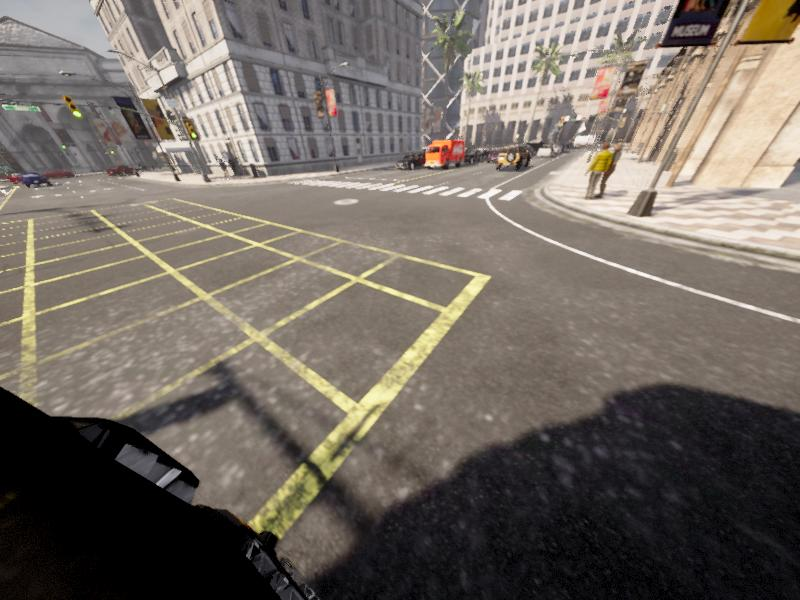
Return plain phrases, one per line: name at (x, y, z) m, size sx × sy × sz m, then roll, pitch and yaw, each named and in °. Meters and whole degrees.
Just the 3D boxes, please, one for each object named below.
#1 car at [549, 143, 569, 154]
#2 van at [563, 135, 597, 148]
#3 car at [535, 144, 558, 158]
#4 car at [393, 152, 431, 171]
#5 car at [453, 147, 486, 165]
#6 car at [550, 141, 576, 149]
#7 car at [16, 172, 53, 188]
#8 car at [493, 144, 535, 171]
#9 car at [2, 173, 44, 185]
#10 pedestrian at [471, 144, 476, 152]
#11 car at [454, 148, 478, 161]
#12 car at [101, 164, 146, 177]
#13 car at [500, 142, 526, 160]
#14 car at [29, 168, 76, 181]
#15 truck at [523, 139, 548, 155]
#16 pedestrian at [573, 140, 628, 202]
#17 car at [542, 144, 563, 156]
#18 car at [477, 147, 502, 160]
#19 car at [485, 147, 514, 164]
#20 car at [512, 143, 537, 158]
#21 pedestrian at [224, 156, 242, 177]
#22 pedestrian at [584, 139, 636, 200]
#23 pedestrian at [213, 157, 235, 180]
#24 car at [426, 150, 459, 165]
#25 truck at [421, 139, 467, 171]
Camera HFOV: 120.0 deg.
car at (28.061, -26.756, 40.681) m, size 2.033 × 1.411 × 5.357 m, roll 21°, pitch 40°, yaw 31°
van at (45.542, -40.206, 58.579) m, size 6.366 × 2.431 × 2.351 m, roll 21°, pitch 40°, yaw 31°
car at (20.229, -20.603, 31.926) m, size 1.845 × 1.501 × 3.633 m, roll 20°, pitch 40°, yaw 31°
car at (1.427, -15.497, 25.750) m, size 1.837 × 1.490 × 4.892 m, roll 20°, pitch 40°, yaw 30°
car at (8.800, -18.176, 29.067) m, size 1.930 × 1.638 × 5.238 m, roll 20°, pitch 40°, yaw 31°
car at (38.981, -37.097, 55.286) m, size 4.792 × 1.488 × 2.163 m, roll -9°, pitch 34°, yaw -9°
car at (-44.306, -14.620, 28.023) m, size 4.674 × 1.442 × 1.812 m, roll 20°, pitch 40°, yaw 30°
car at (10.280, -12.863, 20.756) m, size 1.932 × 1.855 × 4.605 m, roll 21°, pitch 40°, yaw 31°
car at (-53.662, -17.286, 32.886) m, size 4.718 × 1.301 × 1.895 m, roll 11°, pitch 36°, yaw 20°
pedestrian at (19.674, -40.638, 61.710) m, size 0.751 × 1.860 × 0.751 m, roll 21°, pitch 41°, yaw 32°
car at (10.133, -22.391, 35.540) m, size 1.994 × 1.385 × 4.181 m, roll 20°, pitch 40°, yaw 30°
car at (-47.544, -22.425, 39.909) m, size 1.882 × 1.535 × 5.008 m, roll -3°, pitch 34°, yaw 0°
car at (15.384, -20.203, 31.375) m, size 1.905 × 1.878 × 3.866 m, roll 20°, pitch 40°, yaw 31°
car at (-59.423, -21.583, 39.614) m, size 1.816 × 1.474 × 4.193 m, roll 21°, pitch 40°, yaw 31°
truck at (24.225, -27.311, 41.175) m, size 2.390 × 2.098 × 6.274 m, roll 21°, pitch 40°, yaw 31°
pedestrian at (7.099, -4.602, 8.302) m, size 0.751 × 1.860 × 0.751 m, roll 10°, pitch 36°, yaw 19°
car at (23.784, -23.314, 35.932) m, size 1.895 × 1.301 × 4.718 m, roll 20°, pitch 40°, yaw 31°
car at (13.228, -21.546, 34.031) m, size 1.994 × 1.385 × 4.181 m, roll 21°, pitch 41°, yaw 32°
car at (11.877, -17.248, 27.586) m, size 1.816 × 1.474 × 4.193 m, roll 20°, pitch 40°, yaw 31°
car at (19.389, -23.297, 35.936) m, size 1.930 × 1.638 × 5.238 m, roll 21°, pitch 40°, yaw 31°
pedestrian at (-18.118, -14.463, 25.063) m, size 0.751 × 1.860 × 0.751 m, roll 26°, pitch 43°, yaw 36°
pedestrian at (7.692, -4.785, 8.529) m, size 0.751 × 1.860 × 0.751 m, roll 27°, pitch 44°, yaw 37°
pedestrian at (-16.613, -12.404, 21.854) m, size 0.751 × 1.860 × 0.751 m, roll 12°, pitch 37°, yaw 22°
car at (5.720, -18.911, 30.633) m, size 2.033 × 1.411 × 5.357 m, roll 20°, pitch 40°, yaw 31°
truck at (4.639, -15.197, 24.168) m, size 2.627 × 2.467 × 5.204 m, roll 20°, pitch 40°, yaw 30°
